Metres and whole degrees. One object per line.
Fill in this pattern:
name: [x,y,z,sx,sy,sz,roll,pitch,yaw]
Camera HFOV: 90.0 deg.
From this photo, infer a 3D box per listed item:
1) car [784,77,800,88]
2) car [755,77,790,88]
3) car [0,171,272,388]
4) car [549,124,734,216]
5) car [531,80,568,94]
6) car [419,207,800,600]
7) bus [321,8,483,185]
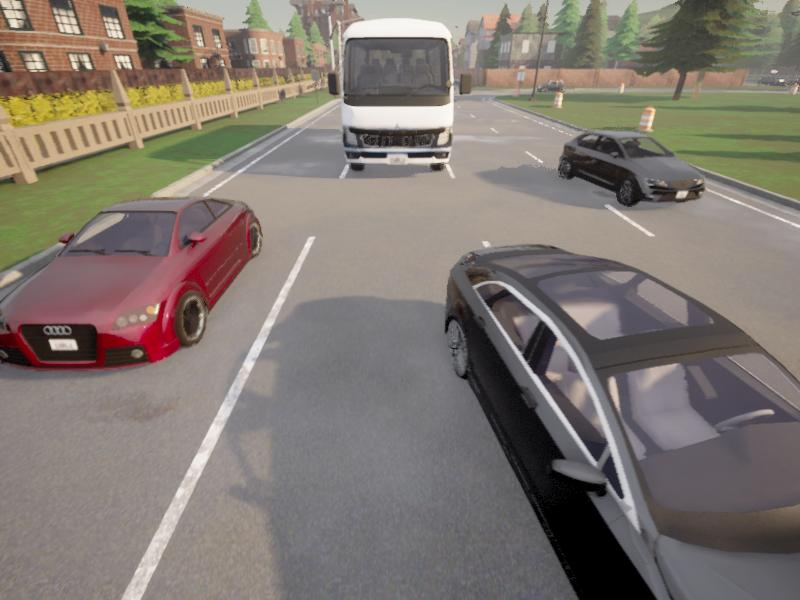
car: [64.915,-34.821,63.970,2.128,1.511,4.902,0,30,0]
car: [61.389,-35.976,66.004,1.970,1.475,3.806,0,30,0]
car: [-3.542,-0.689,5.829,1.994,1.385,4.181,0,30,0]
car: [6.126,-3.732,10.907,1.816,1.474,4.193,-6,31,-10]
car: [18.941,-27.075,50.792,3.806,1.475,1.970,-7,31,-11]
car: [1.764,0.799,3.137,2.128,1.511,4.902,-6,30,-9]
bus: [0.024,-7.865,15.237,3.944,4.253,10.273,0,30,0]
